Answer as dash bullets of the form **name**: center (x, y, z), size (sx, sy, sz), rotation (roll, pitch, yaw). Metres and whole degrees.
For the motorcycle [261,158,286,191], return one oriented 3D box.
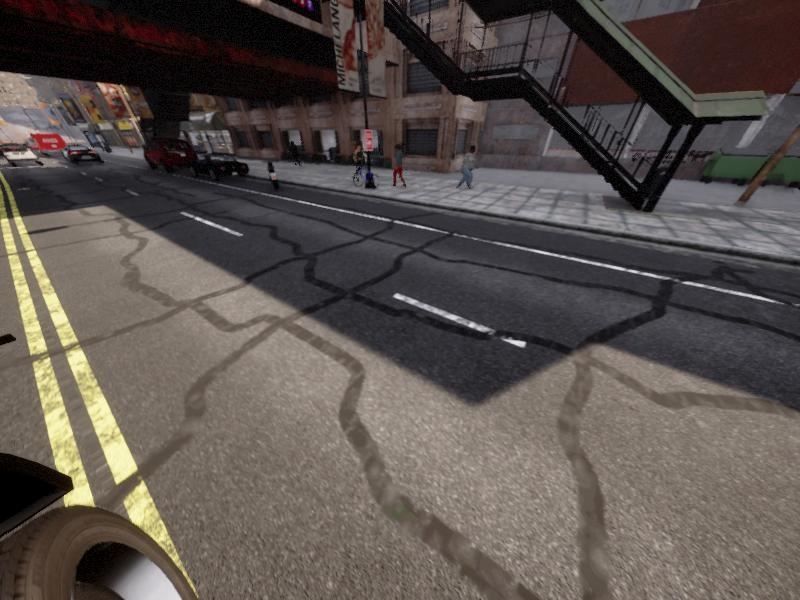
- **motorcycle**: center (-6.674, -6.646, 12.135), size (0.764, 1.277, 2.356), rotation (-16, 38, -21)

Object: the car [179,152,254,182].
- **car**: center (-12.075, -8.806, 15.176), size (4.718, 1.301, 1.895), rotation (21, 40, 27)

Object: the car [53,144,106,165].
- **car**: center (-31.730, -14.479, 22.883), size (4.974, 1.542, 2.038), rotation (21, 40, 27)

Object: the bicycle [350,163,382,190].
- **bicycle**: center (-1.672, -5.984, 11.209), size (1.643, 1.024, 0.373), rotation (21, 30, 27)

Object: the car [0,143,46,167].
- **car**: center (-35.010, -13.365, 21.214), size (3.988, 1.617, 1.851), rotation (21, 40, 27)

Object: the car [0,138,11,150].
- **car**: center (-77.186, -29.231, 43.249), size (4.553, 1.767, 2.097), rotation (4, 35, 6)

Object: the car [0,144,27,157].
- **car**: center (-51.609, -19.770, 30.439), size (4.718, 1.301, 1.895), rotation (21, 40, 27)

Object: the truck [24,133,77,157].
- **truck**: center (-46.311, -20.597, 30.637), size (5.204, 2.467, 2.627), rotation (22, 40, 27)

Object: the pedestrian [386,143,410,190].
- **pedestrian**: center (-0.093, -6.373, 11.024), size (0.751, 1.860, 0.751), rotation (24, 41, 29)

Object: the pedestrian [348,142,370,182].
- **pedestrian**: center (-2.242, -7.623, 12.781), size (0.751, 1.860, 0.751), rotation (18, 39, 24)

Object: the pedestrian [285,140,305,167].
- **pedestrian**: center (-8.589, -11.987, 18.923), size (0.751, 1.860, 0.751), rotation (18, 39, 23)

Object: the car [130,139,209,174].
- **car**: center (-18.222, -11.496, 18.309), size (5.566, 2.045, 2.435), rotation (21, 40, 27)

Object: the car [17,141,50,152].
- **car**: center (-63.621, -26.703, 40.105), size (4.181, 1.385, 1.994), rotation (16, 38, 21)

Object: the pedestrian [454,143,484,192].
- **pedestrian**: center (3.162, -6.147, 10.727), size (0.751, 1.860, 0.751), rotation (28, 43, 33)
